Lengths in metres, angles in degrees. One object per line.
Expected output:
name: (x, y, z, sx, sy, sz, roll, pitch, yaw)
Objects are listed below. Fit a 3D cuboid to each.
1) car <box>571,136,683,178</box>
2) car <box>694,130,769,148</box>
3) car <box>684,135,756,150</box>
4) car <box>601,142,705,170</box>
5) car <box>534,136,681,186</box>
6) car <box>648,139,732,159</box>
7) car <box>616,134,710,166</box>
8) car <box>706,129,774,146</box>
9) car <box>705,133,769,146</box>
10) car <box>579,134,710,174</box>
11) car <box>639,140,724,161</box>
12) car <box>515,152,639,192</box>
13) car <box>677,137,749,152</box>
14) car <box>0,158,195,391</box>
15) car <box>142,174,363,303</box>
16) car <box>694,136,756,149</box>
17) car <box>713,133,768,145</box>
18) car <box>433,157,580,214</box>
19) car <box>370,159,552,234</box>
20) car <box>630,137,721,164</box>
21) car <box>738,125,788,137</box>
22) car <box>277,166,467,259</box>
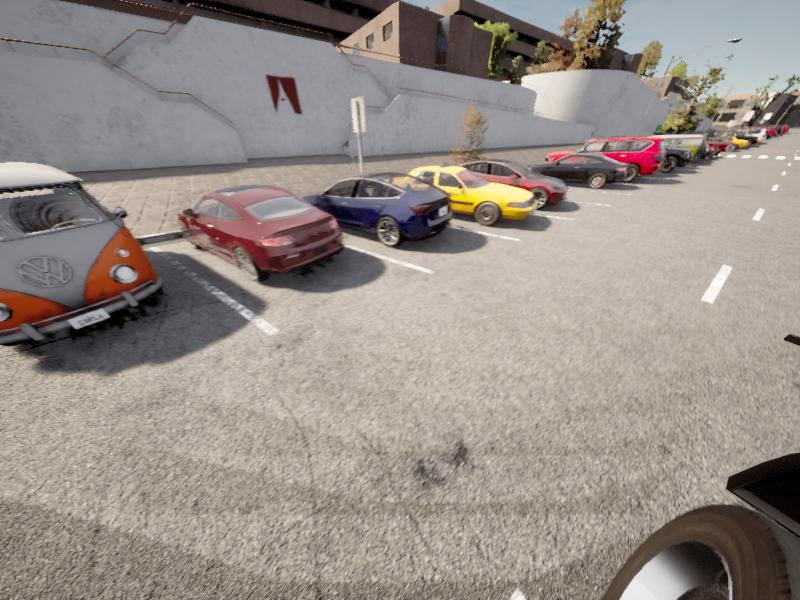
car: (13.884, -9.069, 14.619, 4.442, 1.987, 1.878, 21, 41, 29)
car: (48.167, -23.572, 33.871, 5.566, 2.045, 2.435, 21, 41, 29)
car: (43.069, -21.351, 31.361, 5.366, 1.575, 1.946, 21, 41, 29)
car: (18.681, -10.969, 17.534, 4.892, 1.521, 2.231, 21, 41, 29)
car: (11.313, -8.104, 13.299, 5.566, 2.045, 2.435, 21, 41, 29)
car: (28.495, -15.057, 23.025, 4.792, 1.488, 2.163, 21, 41, 29)
car: (21.019, -12.220, 18.830, 4.442, 1.987, 1.878, 21, 41, 29)
car: (55.494, -26.737, 37.989, 5.566, 2.045, 2.435, 21, 41, 29)
car: (53.216, -25.416, 36.669, 5.366, 1.575, 1.946, 21, 41, 29)
car: (16.255, -10.145, 16.015, 5.566, 2.045, 2.435, 21, 41, 29)
car: (26.011, -14.019, 21.661, 4.674, 1.452, 2.002, 21, 41, 29)
car: (8.903, -6.834, 12.080, 4.674, 1.452, 2.002, 21, 41, 29)
car: (38.331, -19.192, 28.531, 4.792, 1.488, 2.163, 21, 41, 29)
car: (-5.673, -0.948, 3.600, 4.442, 1.987, 1.878, 21, 40, 29)
car: (-3.325, -1.763, 5.183, 4.674, 1.452, 2.002, 21, 41, 29)
car: (45.683, -22.303, 32.678, 4.674, 1.452, 2.002, 21, 41, 29)
car: (57.958, -27.565, 39.509, 4.792, 1.488, 2.163, 21, 42, 29)
car: (4.036, -4.796, 9.314, 4.792, 1.488, 2.163, 21, 40, 29)
car: (1.720, -3.762, 7.844, 5.366, 1.575, 1.946, 21, 40, 29)
car: (23.586, -13.120, 20.185, 4.553, 1.767, 2.185, 21, 41, 29)
car: (84.986, -39.541, 54.212, 5.566, 2.045, 2.435, 21, 42, 29)
car: (-0.908, -2.786, 6.579, 4.792, 1.488, 2.163, 21, 41, 29)
